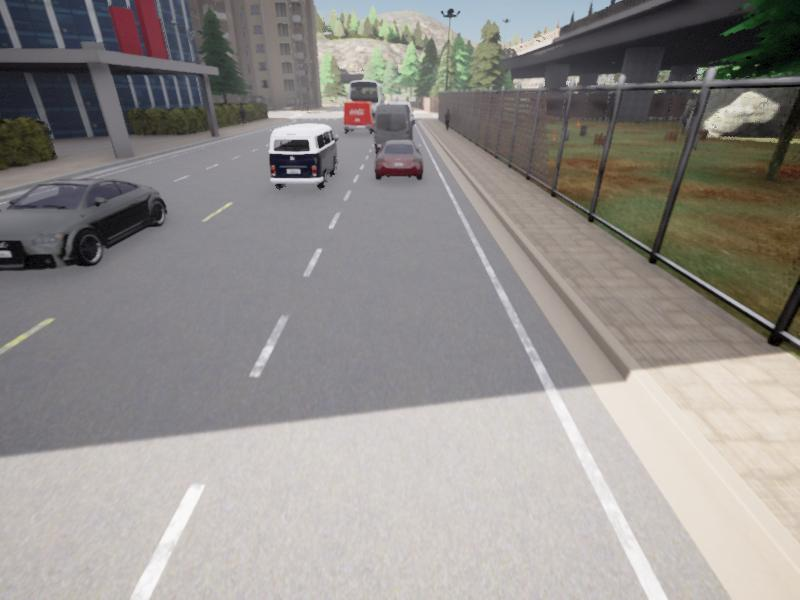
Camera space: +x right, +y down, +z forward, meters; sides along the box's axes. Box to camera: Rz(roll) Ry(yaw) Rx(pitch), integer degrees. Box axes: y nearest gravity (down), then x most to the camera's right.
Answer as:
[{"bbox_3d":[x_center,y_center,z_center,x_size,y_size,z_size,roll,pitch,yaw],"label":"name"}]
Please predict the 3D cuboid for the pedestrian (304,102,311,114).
[{"bbox_3d":[-15.915,-32.965,68.673,0.751,1.860,0.751,3,27,6],"label":"pedestrian"}]

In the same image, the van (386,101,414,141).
[{"bbox_3d":[-0.027,-14.116,31.319,1.988,2.561,5.915,0,27,0],"label":"van"}]

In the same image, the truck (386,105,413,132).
[{"bbox_3d":[-0.039,-17.768,38.907,2.390,2.098,6.274,0,27,0],"label":"truck"}]

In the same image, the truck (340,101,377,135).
[{"bbox_3d":[-3.535,-16.146,35.319,2.627,2.467,5.204,0,27,0],"label":"truck"}]

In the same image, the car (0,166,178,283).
[{"bbox_3d":[-7.018,-1.871,8.725,1.994,1.385,4.181,0,27,-1],"label":"car"}]

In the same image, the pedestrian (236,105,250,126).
[{"bbox_3d":[-15.597,-18.354,39.815,0.751,1.860,0.751,0,27,-1],"label":"pedestrian"}]

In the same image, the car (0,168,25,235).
[{"bbox_3d":[-10.507,-1.476,7.850,1.812,1.442,4.674,0,27,0],"label":"car"}]

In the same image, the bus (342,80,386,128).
[{"bbox_3d":[-3.662,-21.659,44.097,3.944,4.253,10.273,0,27,0],"label":"bus"}]

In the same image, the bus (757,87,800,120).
[{"bbox_3d":[60.384,-28.921,58.769,10.273,4.253,3.944,9,29,17],"label":"bus"}]

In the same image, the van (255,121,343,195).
[{"bbox_3d":[-3.517,-5.479,15.034,2.069,2.038,4.480,0,27,0],"label":"van"}]

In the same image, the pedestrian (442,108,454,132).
[{"bbox_3d":[4.083,-15.355,34.112,0.751,1.860,0.751,-1,27,-3],"label":"pedestrian"}]

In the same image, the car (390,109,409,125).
[{"bbox_3d":[-0.046,-21.061,45.956,2.128,1.511,4.902,0,27,0],"label":"car"}]

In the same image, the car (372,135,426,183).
[{"bbox_3d":[-0.024,-6.078,16.957,1.994,1.385,4.181,0,27,0],"label":"car"}]

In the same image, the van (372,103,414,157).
[{"bbox_3d":[-0.289,-10.290,23.871,1.988,2.561,5.915,2,27,3],"label":"van"}]
